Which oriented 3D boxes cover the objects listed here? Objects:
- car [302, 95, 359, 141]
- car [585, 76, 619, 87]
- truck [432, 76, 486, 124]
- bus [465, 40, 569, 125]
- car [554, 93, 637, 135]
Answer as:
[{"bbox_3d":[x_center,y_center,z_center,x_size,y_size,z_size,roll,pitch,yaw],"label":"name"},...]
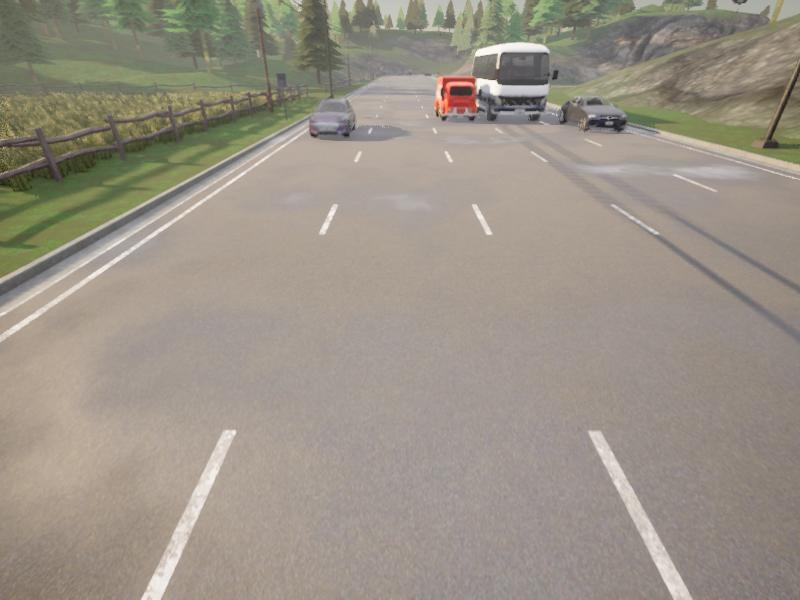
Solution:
[{"bbox_3d":[-3.366,-9.382,20.442,2.033,1.649,4.856,0,30,0],"label":"car"},{"bbox_3d":[35.520,-38.472,70.402,4.902,1.511,2.128,-8,31,-14],"label":"car"},{"bbox_3d":[3.643,-13.101,25.980,2.627,2.467,5.204,0,30,0],"label":"truck"},{"bbox_3d":[7.266,-14.906,27.299,3.944,4.253,10.273,0,30,0],"label":"bus"},{"bbox_3d":[10.660,-10.495,22.355,2.152,1.651,5.027,0,30,0],"label":"car"}]
